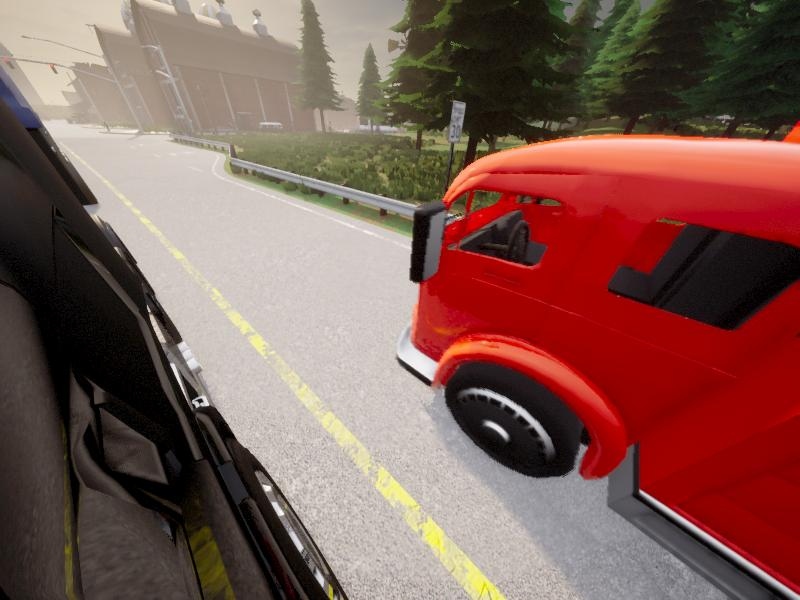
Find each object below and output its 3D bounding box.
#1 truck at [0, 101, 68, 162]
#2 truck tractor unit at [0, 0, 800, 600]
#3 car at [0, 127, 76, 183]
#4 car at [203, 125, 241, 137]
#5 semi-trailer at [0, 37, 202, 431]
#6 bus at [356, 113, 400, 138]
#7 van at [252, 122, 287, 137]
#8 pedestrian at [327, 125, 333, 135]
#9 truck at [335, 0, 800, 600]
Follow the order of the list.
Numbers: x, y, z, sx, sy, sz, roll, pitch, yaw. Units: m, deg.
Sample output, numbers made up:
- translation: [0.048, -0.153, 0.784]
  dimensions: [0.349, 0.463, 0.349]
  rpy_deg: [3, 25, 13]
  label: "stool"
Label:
- translation: [-21.925, -9.538, 12.951]
  dimensions: [5.204, 2.467, 2.627]
  rpy_deg: [27, 43, 28]
  label: "truck"
- translation: [-2.645, -0.295, 0.351]
  dimensions: [6.516, 4.208, 3.053]
  rpy_deg: [28, 44, 30]
  label: "truck tractor unit"
- translation: [-16.060, -6.229, 9.719]
  dimensions: [4.902, 1.511, 2.128]
  rpy_deg: [27, 43, 29]
  label: "car"
- translation: [-27.760, -26.435, 36.145]
  dimensions: [1.994, 1.385, 4.181]
  rpy_deg: [27, 43, 29]
  label: "car"
- translation: [-8.745, -3.574, 4.180]
  dimensions: [14.254, 4.402, 2.717]
  rpy_deg: [28, 43, 29]
  label: "semi-trailer"
- translation: [-4.824, -40.447, 53.905]
  dimensions: [3.944, 4.253, 10.273]
  rpy_deg: [28, 43, 29]
  label: "bus"
- translation: [-22.913, -30.093, 40.777]
  dimensions: [2.069, 2.038, 4.480]
  rpy_deg: [28, 43, 29]
  label: "van"
- translation: [-15.926, -38.809, 52.722]
  dimensions: [0.751, 1.860, 0.751]
  rpy_deg: [27, 43, 28]
  label: "pedestrian"
- translation: [2.529, 0.450, 1.136]
  dimensions: [5.204, 2.467, 2.627]
  rpy_deg: [29, 44, 30]
  label: "truck"
